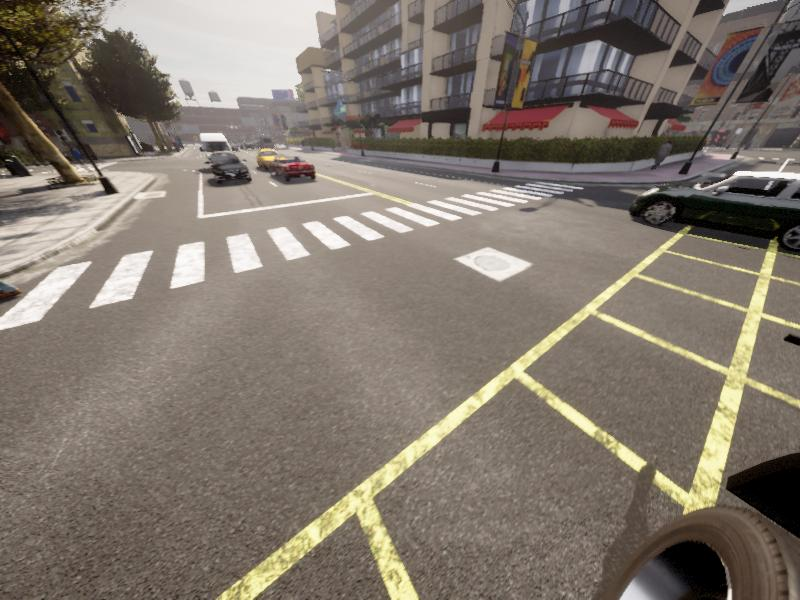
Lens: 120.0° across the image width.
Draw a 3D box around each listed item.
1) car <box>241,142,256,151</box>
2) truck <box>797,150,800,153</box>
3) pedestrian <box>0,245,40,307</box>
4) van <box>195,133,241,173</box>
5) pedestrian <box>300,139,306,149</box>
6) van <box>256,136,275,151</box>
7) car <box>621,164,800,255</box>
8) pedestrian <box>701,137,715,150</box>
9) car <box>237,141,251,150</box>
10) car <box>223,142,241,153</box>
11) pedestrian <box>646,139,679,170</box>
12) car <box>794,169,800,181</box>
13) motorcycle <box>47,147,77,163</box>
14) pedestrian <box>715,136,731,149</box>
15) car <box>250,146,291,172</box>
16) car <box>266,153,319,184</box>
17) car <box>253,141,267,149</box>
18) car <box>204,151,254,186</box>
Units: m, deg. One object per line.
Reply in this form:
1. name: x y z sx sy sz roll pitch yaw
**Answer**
1. car: -32.704 -33.176 49.822 1.837 1.490 4.892 -22 41 -28
2. truck: 60.461 -20.922 31.196 2.390 2.098 6.274 -4 35 -5
3. pedestrian: -6.811 -0.761 3.376 0.751 1.860 0.751 -27 43 -32
4. van: -15.612 -12.696 19.793 1.988 2.561 5.915 -22 41 -28
5. pedestrian: -20.550 -33.058 48.934 0.751 1.860 0.751 -16 38 -21
6. van: -29.672 -34.639 50.958 1.988 2.561 5.915 -22 41 -28
7. car: 9.113 -2.663 6.313 1.970 1.475 3.806 -22 41 -28
8. pedestrian: 57.460 -29.229 43.148 0.751 1.860 0.751 -27 43 -32
9. car: -37.095 -36.784 54.881 2.038 1.542 4.974 -22 41 -28
10. car: -32.518 -29.529 44.645 2.128 1.511 4.902 -22 41 -28
11. pedestrian: 19.050 -10.573 16.789 0.751 1.860 0.751 -22 41 -28
12. car: 26.369 -8.137 13.993 5.357 1.411 2.033 -22 41 -28
13. motorcycle: -37.310 -15.999 25.506 2.356 1.277 0.764 15 48 20
14. pedestrian: 59.687 -29.106 42.690 0.751 1.860 0.751 -8 36 -11
15. car: -11.255 -12.266 19.979 1.801 1.575 5.366 -22 41 -28
16. car: -7.273 -8.914 15.450 1.895 1.301 4.718 -22 41 -28
17. car: -34.421 -38.065 56.765 1.816 1.474 4.193 -22 41 -28
18. car: -11.040 -8.556 14.802 1.837 1.490 4.892 -22 41 -28
